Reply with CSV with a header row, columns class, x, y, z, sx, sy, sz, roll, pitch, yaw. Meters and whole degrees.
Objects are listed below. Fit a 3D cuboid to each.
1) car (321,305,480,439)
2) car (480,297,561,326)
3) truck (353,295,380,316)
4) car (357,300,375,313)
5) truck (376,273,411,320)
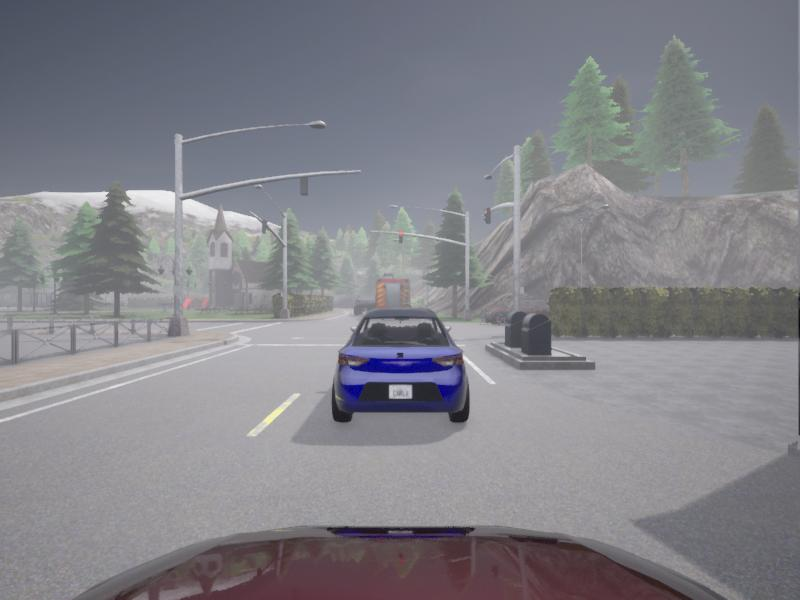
class,x,y,z,sx,sy,sz,roll,pitch,yaw
car,0.012,0.854,6.661,1.816,1.474,4.193,0,0,0
car,7.575,0.694,25.487,4.553,1.767,2.097,0,0,-1
truck,-3.439,0.542,42.504,2.390,2.098,6.274,0,0,0
car,-4.307,0.771,50.661,1.930,1.638,5.238,0,0,-9
truck,-0.455,-0.321,36.945,2.891,3.827,8.468,0,0,1
